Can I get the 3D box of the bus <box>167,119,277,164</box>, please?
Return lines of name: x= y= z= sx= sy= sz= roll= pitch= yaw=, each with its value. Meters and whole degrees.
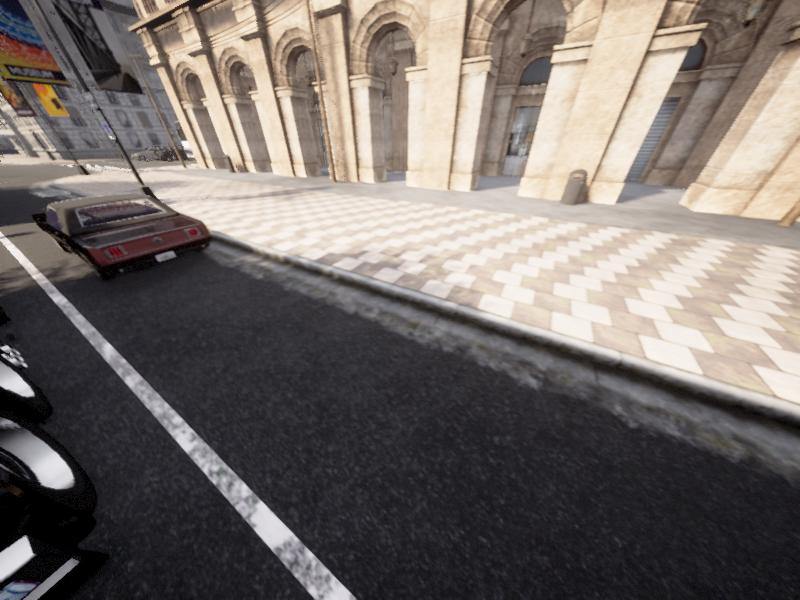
bus: x=-23.057 y=-21.324 z=31.151 sx=3.944 sy=4.253 sz=10.273 roll=19 pitch=39 yaw=25

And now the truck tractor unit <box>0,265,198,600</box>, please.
truck tractor unit: x=-5.120 y=-0.290 z=0.779 sx=6.516 sy=4.208 sz=3.053 roll=18 pitch=39 yaw=24

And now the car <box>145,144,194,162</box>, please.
car: x=-31.173 y=-19.976 z=31.361 sx=1.905 sy=1.878 sz=3.866 roll=18 pitch=38 yaw=24

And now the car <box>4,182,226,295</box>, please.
car: x=-6.698 y=-1.756 z=5.453 sx=4.718 sy=1.301 sz=1.895 roll=18 pitch=39 yaw=24

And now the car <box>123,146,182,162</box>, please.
car: x=-34.524 y=-20.525 z=32.416 sx=2.152 sy=1.651 sz=5.027 roll=18 pitch=39 yaw=24
